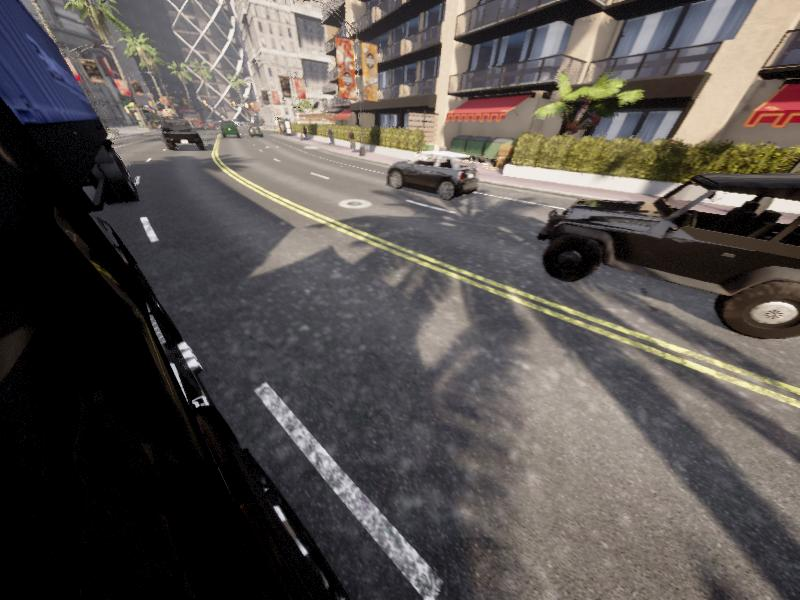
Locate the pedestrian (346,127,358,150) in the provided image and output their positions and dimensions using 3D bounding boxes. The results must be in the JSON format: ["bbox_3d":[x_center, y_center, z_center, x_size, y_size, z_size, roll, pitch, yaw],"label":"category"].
[{"bbox_3d":[-4.773,-16.076,23.045,0.751,1.860,0.751,-20,42,-27],"label":"pedestrian"}]

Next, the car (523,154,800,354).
[{"bbox_3d":[4.608,-1.059,3.764,3.866,1.878,1.905,26,43,28],"label":"car"}]

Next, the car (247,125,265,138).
[{"bbox_3d":[-23.734,-27.686,37.952,1.851,1.617,3.988,-18,42,-26],"label":"car"}]

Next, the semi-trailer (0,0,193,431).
[{"bbox_3d":[-8.266,-3.863,4.617,2.717,4.402,14.254,-29,47,-35],"label":"semi-trailer"}]

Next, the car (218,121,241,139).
[{"bbox_3d":[-25.750,-25.842,34.991,2.150,2.045,5.566,-17,41,-24],"label":"car"}]

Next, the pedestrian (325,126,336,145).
[{"bbox_3d":[-8.407,-19.948,28.012,0.751,1.860,0.751,-19,42,-26],"label":"pedestrian"}]

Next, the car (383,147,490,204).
[{"bbox_3d":[1.334,-5.320,9.621,3.806,1.475,1.970,29,44,31],"label":"car"}]

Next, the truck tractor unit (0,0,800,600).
[{"bbox_3d":[-2.645,-0.295,0.351,6.516,4.208,3.053,28,44,30],"label":"truck tractor unit"}]

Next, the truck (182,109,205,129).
[{"bbox_3d":[-54.380,-47.777,61.147,2.891,3.827,8.468,-18,42,-26],"label":"truck"}]

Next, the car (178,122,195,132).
[{"bbox_3d":[-41.649,-33.808,45.108,1.789,1.549,3.705,-18,41,-26],"label":"car"}]

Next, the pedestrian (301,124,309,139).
[{"bbox_3d":[-14.771,-26.224,36.033,0.751,1.860,0.751,-16,41,-23],"label":"pedestrian"}]

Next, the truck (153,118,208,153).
[{"bbox_3d":[-18.440,-14.073,19.622,2.390,2.098,6.274,-22,43,-29],"label":"truck"}]
